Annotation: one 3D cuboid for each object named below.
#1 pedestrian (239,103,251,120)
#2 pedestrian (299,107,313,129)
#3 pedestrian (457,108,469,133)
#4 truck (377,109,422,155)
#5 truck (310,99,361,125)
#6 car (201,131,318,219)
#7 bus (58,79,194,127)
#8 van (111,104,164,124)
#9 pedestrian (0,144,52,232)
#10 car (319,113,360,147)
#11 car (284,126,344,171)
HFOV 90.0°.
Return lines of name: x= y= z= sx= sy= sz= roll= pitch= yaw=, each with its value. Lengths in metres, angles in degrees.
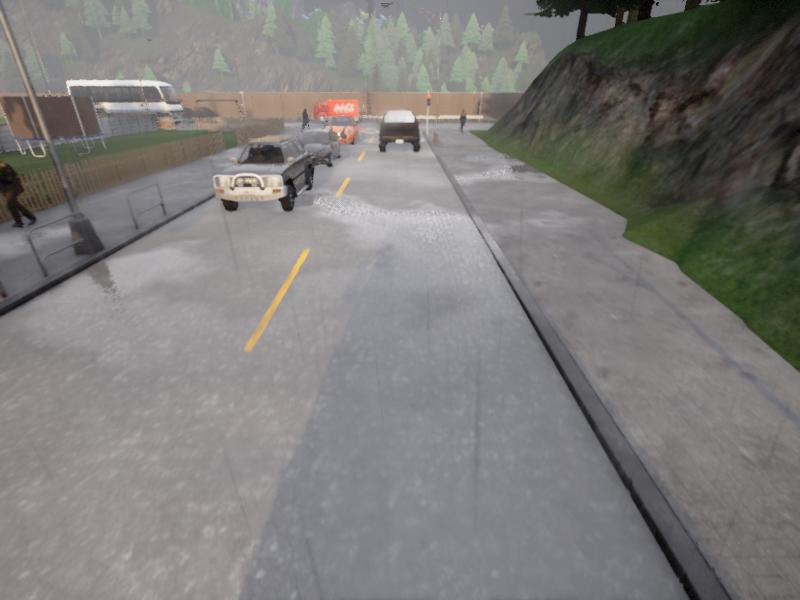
pedestrian: x=-19.052 y=-23.079 z=49.082 sx=0.751 sy=1.860 sz=0.751 roll=9 pitch=29 yaw=17
pedestrian: x=-8.627 y=-16.682 z=36.679 sx=0.751 sy=1.860 sz=0.751 roll=8 pitch=28 yaw=16
pedestrian: x=5.179 y=-14.808 z=33.042 sx=0.751 sy=1.860 sz=0.751 roll=0 pitch=27 yaw=0
truck: x=-0.026 y=-10.467 z=24.646 sx=2.390 sy=2.098 sz=6.274 roll=0 pitch=27 yaw=0
truck: x=-7.179 y=-21.277 z=45.210 sx=5.204 sy=2.467 sz=2.627 roll=0 pitch=27 yaw=0
car: x=-4.016 y=-4.085 z=12.488 sx=1.932 sy=1.855 sz=4.605 roll=0 pitch=27 yaw=0
bus: x=-27.851 y=-20.294 z=41.333 sx=10.273 sy=4.253 sz=3.944 roll=0 pitch=27 yaw=0
van: x=-29.661 y=-21.064 z=45.298 sx=4.442 sy=1.987 sz=1.775 roll=0 pitch=27 yaw=0
pedestrian: x=-9.148 y=-2.596 z=9.330 sx=0.751 sy=1.860 sz=0.751 roll=0 pitch=27 yaw=0
car: x=-4.007 y=-11.666 z=27.297 sx=2.097 sy=1.767 sz=4.553 roll=0 pitch=27 yaw=0
car: x=-4.022 y=-7.524 z=19.585 sx=1.837 sy=1.490 sz=4.892 roll=0 pitch=27 yaw=0
